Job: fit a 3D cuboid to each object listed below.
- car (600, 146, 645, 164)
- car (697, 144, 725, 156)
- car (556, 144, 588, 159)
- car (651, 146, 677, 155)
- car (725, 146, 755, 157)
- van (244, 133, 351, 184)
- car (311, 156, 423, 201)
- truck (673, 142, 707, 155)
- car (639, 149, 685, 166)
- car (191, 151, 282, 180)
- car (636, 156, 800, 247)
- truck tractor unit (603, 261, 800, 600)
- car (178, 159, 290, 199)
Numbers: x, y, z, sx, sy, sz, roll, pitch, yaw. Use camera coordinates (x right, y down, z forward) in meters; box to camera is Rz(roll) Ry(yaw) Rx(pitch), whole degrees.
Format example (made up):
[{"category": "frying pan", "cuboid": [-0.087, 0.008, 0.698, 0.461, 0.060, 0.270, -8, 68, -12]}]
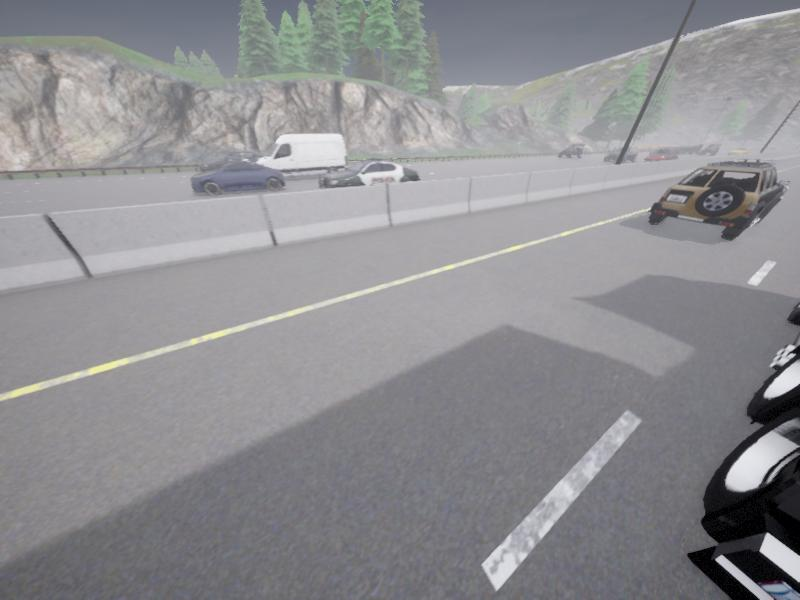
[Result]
[{"category": "car", "cuboid": [28.115, -18.437, 29.209, 4.553, 1.767, 2.097, -18, 39, -25]}, {"category": "car", "cuboid": [59.821, -28.900, 44.472, 3.866, 1.878, 1.905, -18, 39, -25]}, {"category": "car", "cuboid": [25.895, -22.371, 34.770, 3.866, 1.878, 1.905, -18, 39, -25]}, {"category": "car", "cuboid": [57.071, -32.445, 49.924, 4.902, 1.511, 2.128, -18, 39, -25]}, {"category": "car", "cuboid": [62.816, -27.438, 42.681, 5.366, 1.575, 1.801, -18, 39, -25]}, {"category": "van", "cuboid": [-6.617, -9.632, 15.586, 5.915, 2.561, 1.988, -19, 39, -24]}, {"category": "car", "cuboid": [-1.534, -6.261, 11.668, 4.974, 1.542, 2.038, -18, 39, -25]}, {"category": "truck", "cuboid": [60.060, -31.386, 47.847, 6.274, 2.098, 2.390, -18, 39, -25]}, {"category": "car", "cuboid": [31.053, -16.981, 27.376, 4.514, 1.525, 2.007, -18, 39, -25]}, {"category": "car", "cuboid": [-11.612, -9.877, 16.797, 4.902, 1.511, 2.128, -18, 39, -25]}, {"category": "car", "cuboid": [10.069, -3.284, 7.175, 4.605, 1.855, 1.932, -18, 39, -25]}, {"category": "truck tractor unit", "cuboid": [5.105, -0.306, 0.796, 6.516, 4.208, 3.053, -18, 39, -24]}, {"category": "car", "cuboid": [-8.192, -6.318, 11.834, 4.181, 1.385, 1.994, -18, 39, -25]}]
